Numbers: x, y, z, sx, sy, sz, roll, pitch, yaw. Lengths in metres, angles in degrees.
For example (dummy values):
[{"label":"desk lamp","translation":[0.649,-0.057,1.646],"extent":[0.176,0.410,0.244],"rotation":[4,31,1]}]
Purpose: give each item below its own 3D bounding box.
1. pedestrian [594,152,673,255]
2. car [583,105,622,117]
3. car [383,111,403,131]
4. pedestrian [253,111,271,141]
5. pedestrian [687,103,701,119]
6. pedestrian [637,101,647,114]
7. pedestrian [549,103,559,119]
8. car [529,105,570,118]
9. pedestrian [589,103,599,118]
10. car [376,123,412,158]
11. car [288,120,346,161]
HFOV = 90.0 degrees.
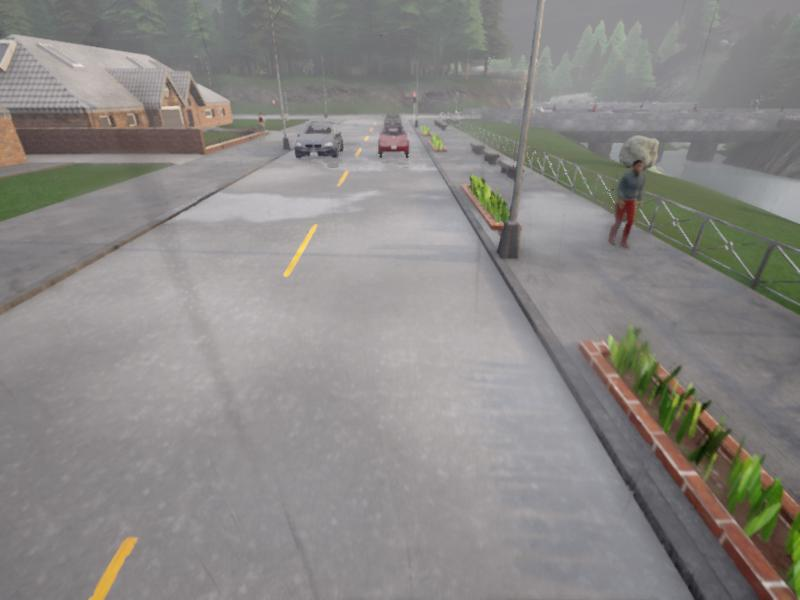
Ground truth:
[{"label":"pedestrian","translation":[4.620,-1.935,8.061],"extent":[0.751,1.860,0.751],"rotation":[3,27,5]},{"label":"car","translation":[31.332,-29.306,61.921],"extent":[4.611,1.667,2.242],"rotation":[0,27,-1]},{"label":"car","translation":[-0.687,-17.383,38.765],"extent":[1.816,1.474,4.193],"rotation":[0,27,-1]},{"label":"pedestrian","translation":[-9.625,-12.151,27.882],"extent":[0.751,1.860,0.751],"rotation":[-1,27,-1]},{"label":"pedestrian","translation":[39.661,-25.495,53.899],"extent":[0.751,1.860,0.751],"rotation":[-1,27,-1]},{"label":"pedestrian","translation":[40.041,-31.867,66.277],"extent":[0.751,1.860,0.751],"rotation":[1,27,1]},{"label":"pedestrian","translation":[20.537,-25.230,53.348],"extent":[0.751,1.860,0.751],"rotation":[-5,28,-9]},{"label":"car","translation":[21.649,-27.436,58.210],"extent":[4.974,1.542,2.038],"rotation":[0,27,-1]},{"label":"pedestrian","translation":[26.643,-26.010,54.874],"extent":[0.751,1.860,0.751],"rotation":[5,28,9]},{"label":"car","translation":[-0.359,-9.059,22.531],"extent":[1.845,1.501,3.633],"rotation":[0,27,-1]},{"label":"car","translation":[-4.346,-8.787,21.844],"extent":[2.242,1.667,4.611],"rotation":[0,27,-1]}]
